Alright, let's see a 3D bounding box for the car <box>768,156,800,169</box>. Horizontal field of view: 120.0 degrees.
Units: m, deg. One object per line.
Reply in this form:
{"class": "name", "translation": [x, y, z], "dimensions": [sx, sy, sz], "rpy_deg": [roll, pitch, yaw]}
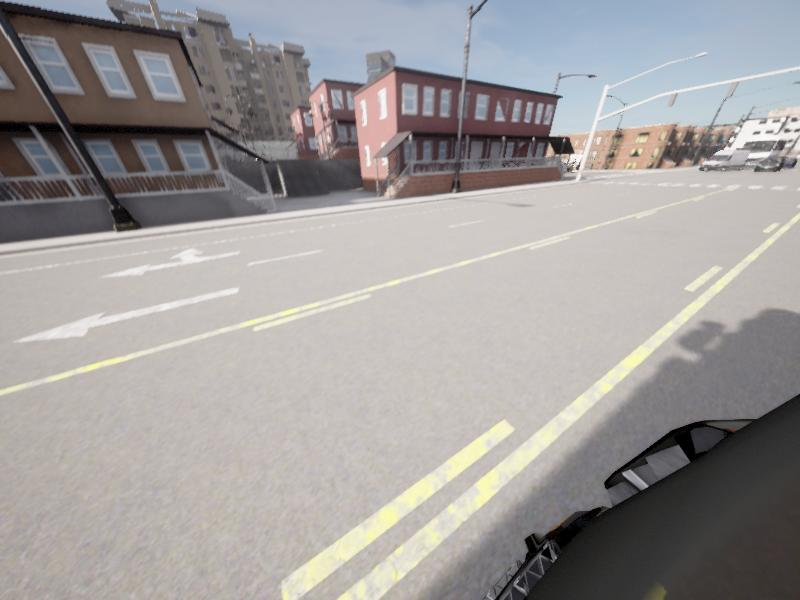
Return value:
{"class": "car", "translation": [56.004, -19.937, 33.539], "dimensions": [4.193, 1.474, 1.816], "rpy_deg": [-18, 34, -25]}

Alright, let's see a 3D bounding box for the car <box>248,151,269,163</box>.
{"class": "car", "translation": [-31.651, -31.941, 51.625], "dimensions": [3.705, 1.549, 1.789], "rpy_deg": [-7, 28, -31]}

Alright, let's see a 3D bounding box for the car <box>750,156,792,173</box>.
{"class": "car", "translation": [46.429, -16.929, 28.897], "dimensions": [3.988, 1.617, 1.851], "rpy_deg": [-18, 34, -25]}

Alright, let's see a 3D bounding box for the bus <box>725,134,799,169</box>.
{"class": "bus", "translation": [58.855, -24.026, 37.614], "dimensions": [10.273, 4.253, 3.944], "rpy_deg": [-18, 34, -25]}

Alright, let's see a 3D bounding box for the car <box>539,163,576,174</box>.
{"class": "car", "translation": [29.643, -24.860, 43.658], "dimensions": [1.930, 1.638, 5.238], "rpy_deg": [-18, 33, -25]}

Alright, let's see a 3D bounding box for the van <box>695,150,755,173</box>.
{"class": "van", "translation": [46.069, -19.733, 32.829], "dimensions": [5.915, 2.561, 1.988], "rpy_deg": [-9, 32, -12]}
